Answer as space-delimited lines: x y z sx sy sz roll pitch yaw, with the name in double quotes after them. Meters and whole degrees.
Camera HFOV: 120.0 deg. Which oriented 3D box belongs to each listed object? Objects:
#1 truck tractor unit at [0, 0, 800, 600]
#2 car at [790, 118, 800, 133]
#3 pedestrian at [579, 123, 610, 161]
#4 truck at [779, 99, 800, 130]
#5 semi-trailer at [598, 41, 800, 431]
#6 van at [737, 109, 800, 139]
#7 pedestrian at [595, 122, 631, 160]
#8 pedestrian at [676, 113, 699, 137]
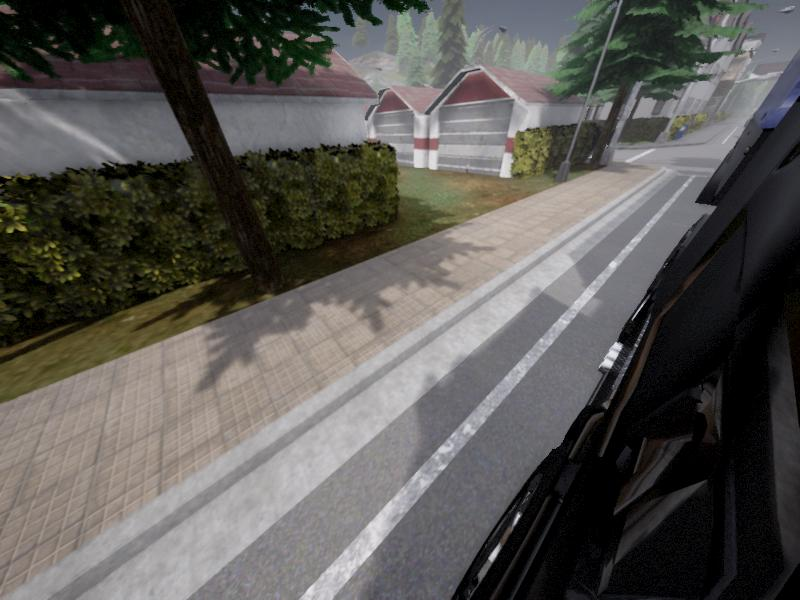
2.645 -0.295 0.352 6.516 4.208 3.053 -28 44 -30 "truck tractor unit"
43.864 -18.729 24.374 4.974 1.542 2.038 -28 44 -30 "car"
12.076 -9.808 14.379 0.751 1.860 0.751 -30 45 -32 "pedestrian"
50.625 -23.320 28.122 8.468 3.827 2.891 -28 44 -30 "truck"
8.677 -3.631 4.231 14.254 4.402 2.717 -28 44 -30 "semi-trailer"
34.157 -16.481 21.608 4.480 2.038 2.069 -32 46 -33 "van"
13.144 -9.800 14.297 0.751 1.860 0.751 -19 40 -21 "pedestrian"
29.328 -17.823 23.574 0.751 1.860 0.751 -32 46 -33 "pedestrian"
